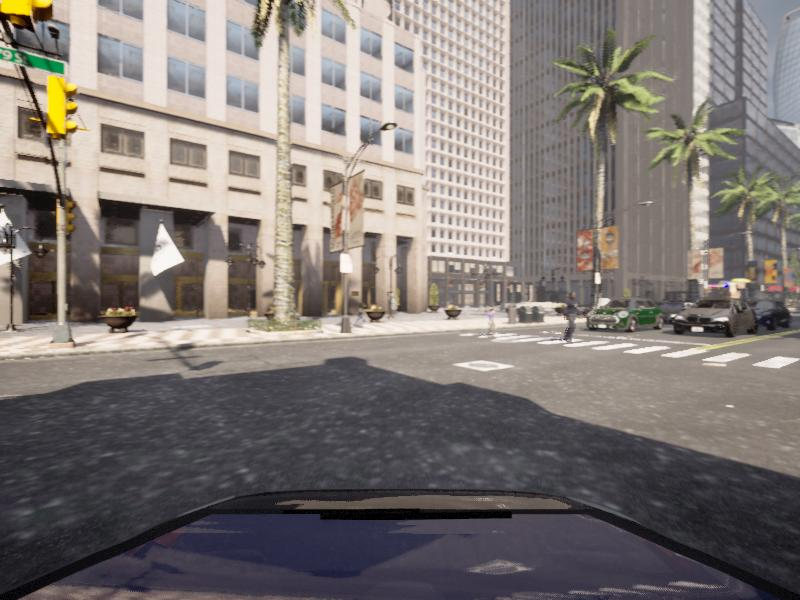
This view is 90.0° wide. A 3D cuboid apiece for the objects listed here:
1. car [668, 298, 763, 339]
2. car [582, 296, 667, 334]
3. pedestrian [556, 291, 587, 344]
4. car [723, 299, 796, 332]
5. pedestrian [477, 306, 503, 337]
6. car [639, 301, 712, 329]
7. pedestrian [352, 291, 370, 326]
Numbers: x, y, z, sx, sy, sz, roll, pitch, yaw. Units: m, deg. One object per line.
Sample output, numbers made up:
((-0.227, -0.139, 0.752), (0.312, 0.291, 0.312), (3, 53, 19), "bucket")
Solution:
((14.623, 0.745, 18.482), (4.611, 1.667, 2.242), (0, 0, -35), "car")
((11.642, 0.676, 20.661), (4.553, 1.767, 2.097), (0, 0, -35), "car")
((6.298, 0.621, 14.732), (0.751, 1.860, 0.751), (0, 0, -26), "pedestrian")
((20.210, 0.768, 22.420), (4.856, 1.649, 2.033), (0, 0, -35), "car")
((3.838, 0.894, 17.086), (0.751, 1.300, 0.751), (0, 0, -37), "pedestrian")
((16.766, 0.809, 24.275), (4.974, 1.542, 2.038), (0, 0, -35), "car")
((-2.173, 0.446, 22.099), (0.751, 1.860, 0.751), (0, 0, -31), "pedestrian")
